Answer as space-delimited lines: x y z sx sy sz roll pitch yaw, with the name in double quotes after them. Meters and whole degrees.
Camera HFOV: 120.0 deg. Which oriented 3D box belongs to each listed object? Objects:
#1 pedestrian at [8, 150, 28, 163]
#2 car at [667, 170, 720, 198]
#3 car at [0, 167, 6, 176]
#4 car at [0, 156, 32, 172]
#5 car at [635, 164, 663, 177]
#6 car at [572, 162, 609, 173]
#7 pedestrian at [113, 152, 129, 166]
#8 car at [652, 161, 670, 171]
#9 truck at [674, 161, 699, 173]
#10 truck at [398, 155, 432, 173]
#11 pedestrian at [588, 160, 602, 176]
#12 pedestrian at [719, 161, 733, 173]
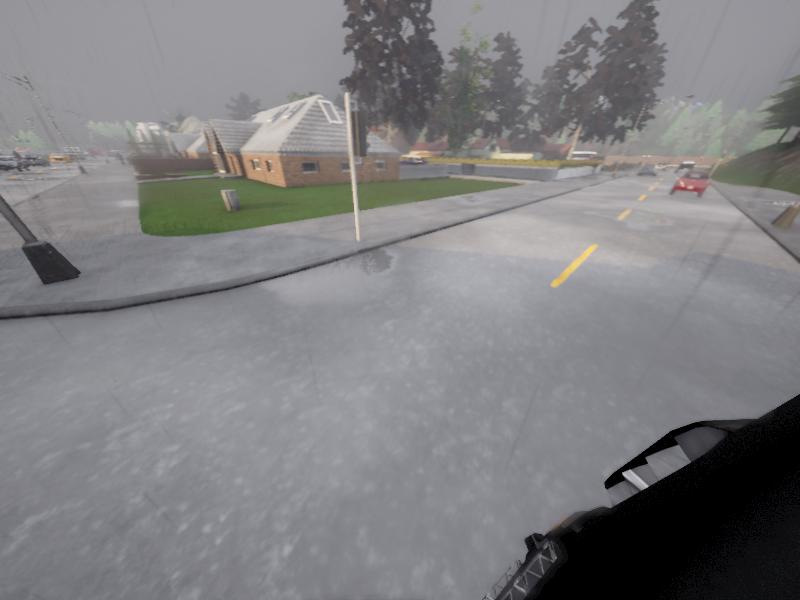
-62.615 -23.521 37.845 0.751 1.860 0.751 -18 37 -27 "pedestrian"
21.958 -8.828 17.419 3.633 1.501 1.845 -26 41 -36 "car"
-37.036 -11.409 19.854 2.007 1.525 4.514 -26 41 -36 "car"
-43.920 -15.300 25.897 1.816 1.474 4.193 -26 41 -36 "car"
38.603 -20.155 35.917 2.038 1.542 4.974 22 38 30 "car"
37.333 -26.133 45.310 2.152 1.651 5.027 -26 41 -36 "car"
-42.327 -21.405 35.055 0.751 1.860 0.751 24 39 32 "pedestrian"
61.317 -31.474 54.253 4.605 1.855 1.932 -26 41 -36 "car"
58.679 -27.317 47.349 6.274 2.098 2.390 -26 41 -36 "truck"
1.996 -19.163 32.457 2.069 2.038 4.478 -26 41 -36 "truck"
27.143 -18.394 32.222 0.751 1.860 0.751 -26 41 -36 "pedestrian"
60.378 -24.659 42.813 0.751 1.860 0.751 -26 41 -36 "pedestrian"
